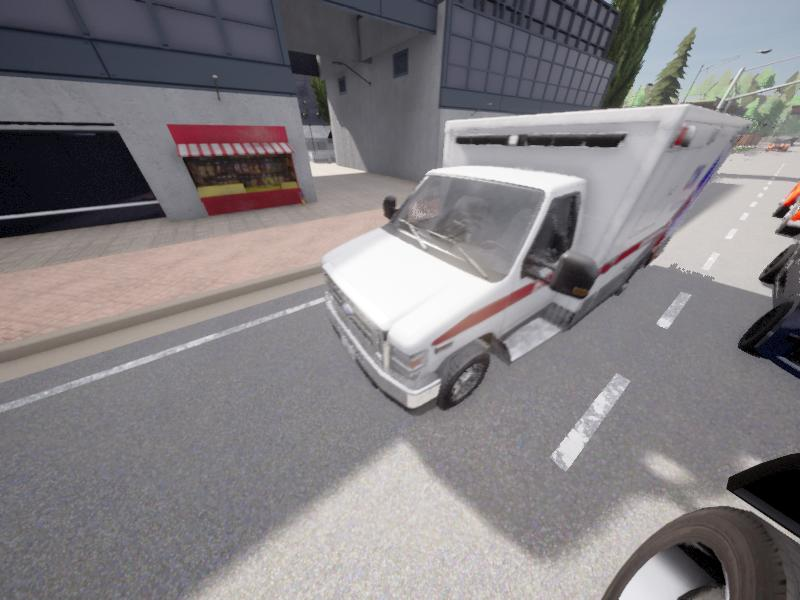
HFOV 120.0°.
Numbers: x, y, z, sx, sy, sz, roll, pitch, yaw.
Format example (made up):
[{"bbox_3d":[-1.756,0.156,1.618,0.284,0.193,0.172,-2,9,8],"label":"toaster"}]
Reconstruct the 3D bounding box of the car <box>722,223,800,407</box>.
[{"bbox_3d":[6.274,-0.083,2.548,4.611,1.667,2.242,-22,41,-28],"label":"car"}]

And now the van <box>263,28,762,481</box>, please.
[{"bbox_3d":[2.083,-1.150,3.426,6.366,2.431,2.351,-22,41,-28],"label":"van"}]

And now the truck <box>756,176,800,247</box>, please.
[{"bbox_3d":[12.367,-2.882,5.775,5.204,2.467,2.627,-22,41,-28],"label":"truck"}]

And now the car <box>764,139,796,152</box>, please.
[{"bbox_3d":[63.379,-25.769,38.513,4.553,1.767,2.097,-22,41,-28],"label":"car"}]
